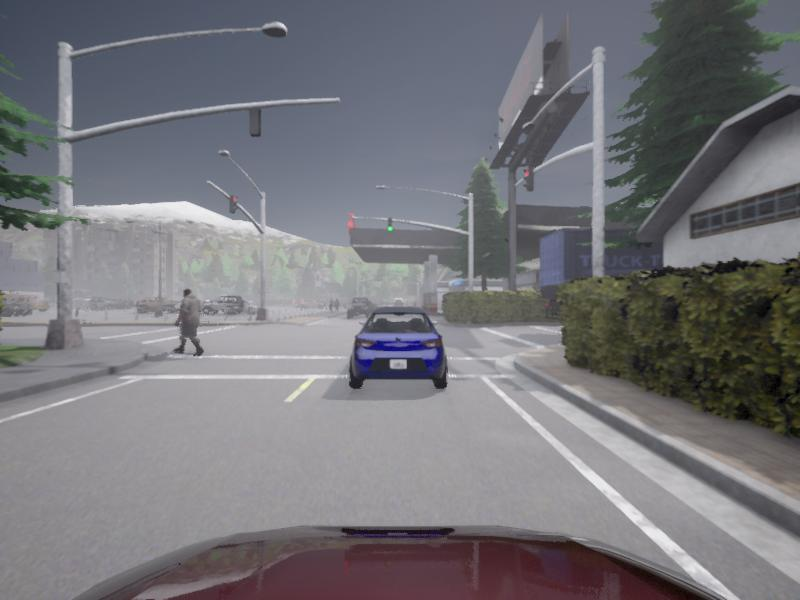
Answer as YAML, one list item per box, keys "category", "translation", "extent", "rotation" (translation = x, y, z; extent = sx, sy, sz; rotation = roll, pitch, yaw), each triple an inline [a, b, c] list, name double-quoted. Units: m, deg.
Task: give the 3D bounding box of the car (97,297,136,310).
- category: "car"
  translation: [-42.783, 0.546, 60.431]
  extent: [4.605, 1.855, 1.932]
  rotation: [0, 0, -1]

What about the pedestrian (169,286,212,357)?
- category: "pedestrian"
  translation: [-5.681, 0.576, 10.877]
  extent: [0.751, 1.860, 0.751]
  rotation: [0, 0, 1]

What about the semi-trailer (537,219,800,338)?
- category: "semi-trailer"
  translation: [13.112, -0.781, 16.138]
  extent: [14.254, 4.402, 2.717]
  rotation: [0, 0, 0]

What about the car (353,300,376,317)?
- category: "car"
  translation: [-3.649, 0.851, 42.333]
  extent: [2.033, 1.649, 4.856]
  rotation: [0, 0, 0]

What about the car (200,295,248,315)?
- category: "car"
  translation: [-16.911, 0.488, 38.549]
  extent: [3.866, 1.878, 1.905]
  rotation: [0, 0, -1]

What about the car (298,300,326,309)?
- category: "car"
  translation: [-16.706, 0.806, 76.134]
  extent: [5.027, 1.636, 2.152]
  rotation: [0, 0, -1]

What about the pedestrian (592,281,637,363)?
- category: "pedestrian"
  translation: [5.063, 0.501, 9.506]
  extent: [0.751, 1.860, 0.751]
  rotation: [0, 0, 11]

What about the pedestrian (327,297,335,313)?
- category: "pedestrian"
  translation: [-7.825, 0.564, 45.494]
  extent: [0.751, 1.860, 0.751]
  rotation: [0, 0, 1]

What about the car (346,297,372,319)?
- category: "car"
  translation: [-3.627, 0.709, 35.880]
  extent: [1.905, 1.878, 3.866]
  rotation: [0, 0, 0]

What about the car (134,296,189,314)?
- category: "car"
  translation: [-24.810, 0.514, 41.761]
  extent: [4.605, 1.855, 1.932]
  rotation: [0, 0, -1]

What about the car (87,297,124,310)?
- category: "car"
  translation: [-42.343, 0.521, 57.529]
  extent: [3.866, 1.878, 1.905]
  rotation: [0, 0, -1]

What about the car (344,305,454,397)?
- category: "car"
  translation: [-0.031, 0.868, 8.714]
  extent: [1.816, 1.474, 4.193]
  rotation: [0, 0, 0]

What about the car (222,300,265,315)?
- category: "car"
  translation: [-16.331, 0.777, 41.879]
  extent: [3.806, 1.475, 1.970]
  rotation: [0, 0, -1]
